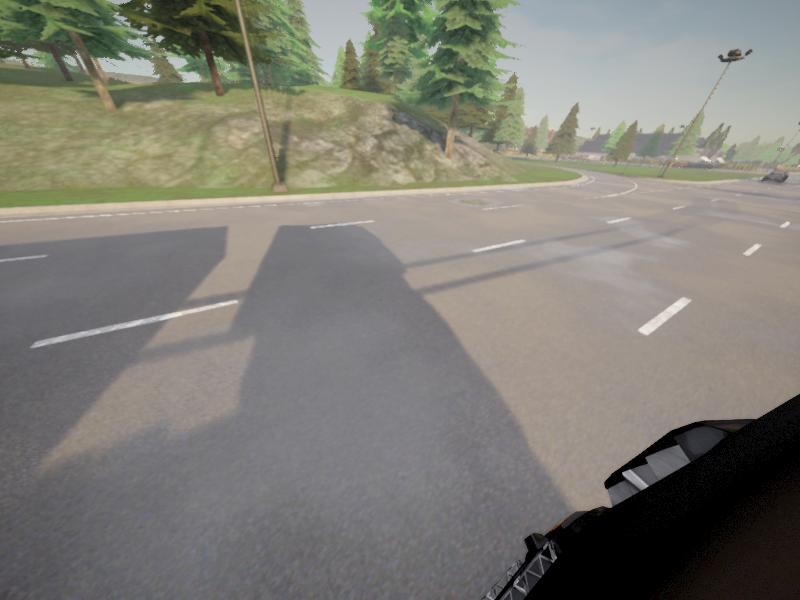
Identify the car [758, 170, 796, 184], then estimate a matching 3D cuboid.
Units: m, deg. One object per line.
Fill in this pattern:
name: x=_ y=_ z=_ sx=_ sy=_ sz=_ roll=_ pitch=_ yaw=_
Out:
car: x=57.155 y=-18.720 z=35.023 sx=4.902 sy=1.511 sz=2.128 roll=-16 pitch=38 yaw=-26
